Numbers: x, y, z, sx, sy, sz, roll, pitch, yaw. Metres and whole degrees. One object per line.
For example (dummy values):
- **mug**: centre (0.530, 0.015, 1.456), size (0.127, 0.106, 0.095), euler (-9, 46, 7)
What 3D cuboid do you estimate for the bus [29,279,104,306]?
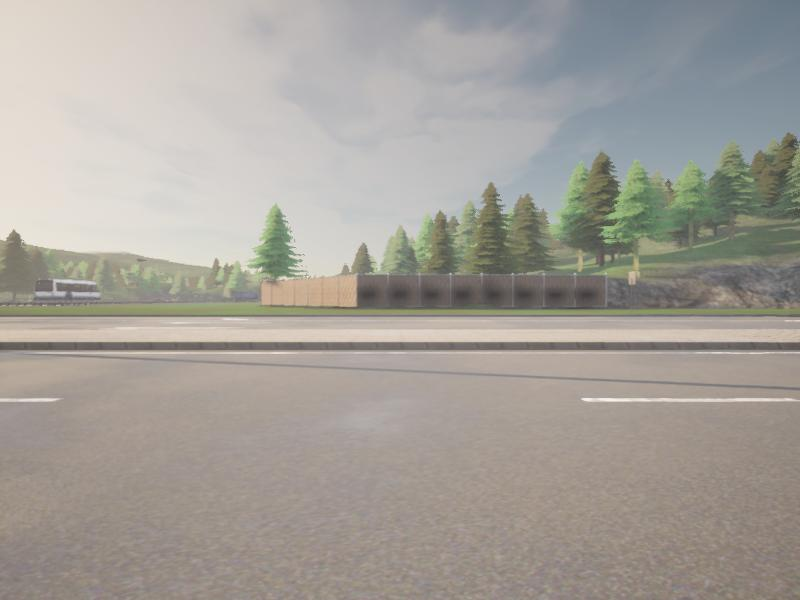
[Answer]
- **bus**: centre (-54.917, -1.139, 66.471), size (3.944, 4.253, 10.273), euler (0, 0, -1)
